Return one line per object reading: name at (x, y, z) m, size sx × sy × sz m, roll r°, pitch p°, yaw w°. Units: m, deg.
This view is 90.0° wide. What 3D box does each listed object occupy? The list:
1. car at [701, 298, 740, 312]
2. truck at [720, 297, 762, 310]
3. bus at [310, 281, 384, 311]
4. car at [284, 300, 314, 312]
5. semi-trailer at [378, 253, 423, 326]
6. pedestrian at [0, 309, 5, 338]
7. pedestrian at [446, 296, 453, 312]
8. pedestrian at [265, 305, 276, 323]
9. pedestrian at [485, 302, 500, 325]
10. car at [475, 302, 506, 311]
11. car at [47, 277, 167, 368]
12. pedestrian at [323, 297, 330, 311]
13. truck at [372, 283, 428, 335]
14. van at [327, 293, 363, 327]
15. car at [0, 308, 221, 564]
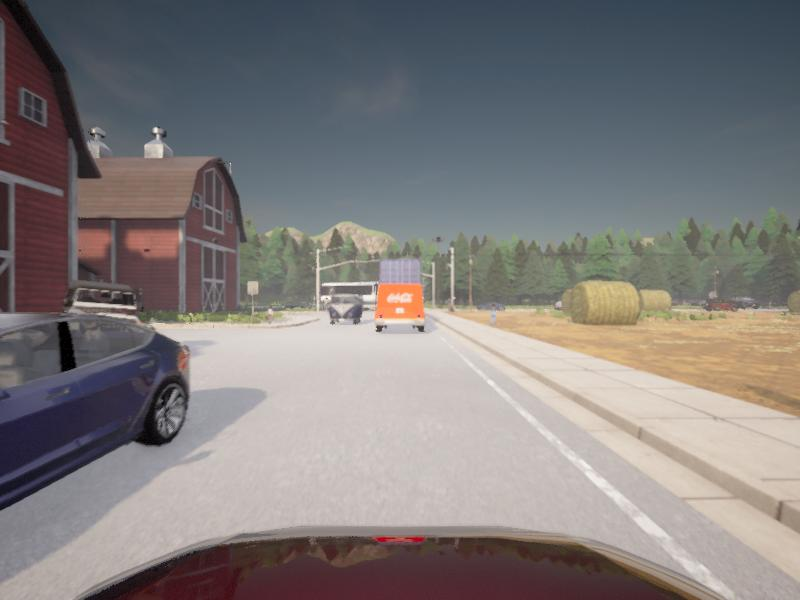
car at (44.349, 0.677, 55.464) m, size 3.866 × 1.878 × 1.905 m, roll 0°, pitch 0°, yaw 1°
truck at (59.049, 0.542, 69.444) m, size 2.390 × 2.098 × 6.274 m, roll 0°, pitch 0°, yaw 6°
bus at (-7.868, -0.514, 59.751) m, size 10.273 × 4.253 × 3.944 m, roll 0°, pitch -2°, yaw 20°
car at (-14.242, 0.845, 56.513) m, size 3.705 × 1.549 × 1.789 m, roll 0°, pitch 0°, yaw 1°
semi-trailer at (0.005, -0.614, 31.231) m, size 2.717 × 4.402 × 14.254 m, roll 0°, pitch 0°, yaw 0°
pedestrian at (-15.040, 0.872, 14.724) m, size 0.500 × 1.100 × 0.500 m, roll 0°, pitch 0°, yaw -1°
pedestrian at (5.636, 0.491, 45.941) m, size 0.751 × 1.860 × 0.751 m, roll 0°, pitch 0°, yaw 3°
pedestrian at (-7.964, 0.867, 24.624) m, size 0.500 × 1.100 × 0.500 m, roll 0°, pitch 0°, yaw -4°
pedestrian at (5.303, 0.766, 22.878) m, size 0.751 × 1.300 × 0.751 m, roll 0°, pitch 0°, yaw 20°
car at (13.468, 0.938, 59.523) m, size 4.181 × 1.385 × 1.994 m, roll 0°, pitch 0°, yaw 1°
car at (-7.662, 0.489, 10.312) m, size 1.905 × 1.878 × 3.866 m, roll 8°, pitch -3°, yaw -42°
pedestrian at (-9.450, 0.502, 51.308) m, size 0.751 × 1.860 × 0.751 m, roll 0°, pitch 0°, yaw -14°
truck at (0.007, 0.367, 21.586) m, size 2.627 × 2.467 × 5.204 m, roll 0°, pitch 1°, yaw 0°
van at (-3.500, 0.600, 26.207) m, size 1.775 × 1.987 × 4.442 m, roll 0°, pitch 0°, yaw 0°
car at (-3.498, 0.851, 3.017) m, size 2.163 × 1.488 × 4.792 m, roll 0°, pitch 0°, yaw 0°
